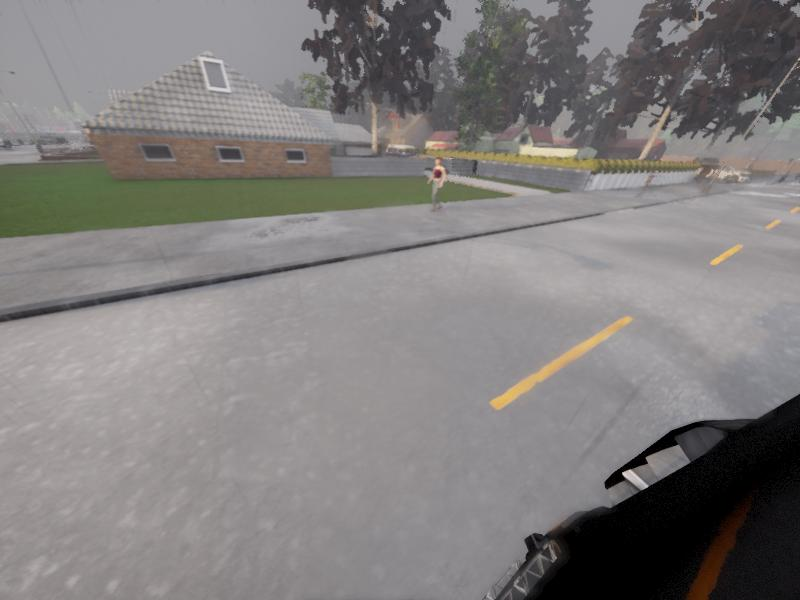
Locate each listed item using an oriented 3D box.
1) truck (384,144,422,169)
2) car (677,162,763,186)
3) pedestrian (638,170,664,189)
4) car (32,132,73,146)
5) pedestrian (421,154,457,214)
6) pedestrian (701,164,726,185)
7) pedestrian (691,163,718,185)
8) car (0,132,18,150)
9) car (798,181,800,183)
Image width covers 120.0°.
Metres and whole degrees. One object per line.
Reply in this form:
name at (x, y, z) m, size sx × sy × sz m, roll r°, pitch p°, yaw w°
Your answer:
truck at (0.136, -15.675, 25.212) m, size 2.069 × 2.038 × 4.478 m, roll -16°, pitch 38°, yaw -26°
car at (39.262, -15.720, 28.623) m, size 2.150 × 2.045 × 5.566 m, roll -12°, pitch 36°, yaw -21°
pedestrian at (20.251, -9.760, 18.685) m, size 0.751 × 1.300 × 0.751 m, roll -14°, pitch 37°, yaw -23°
car at (-50.933, -23.619, 33.976) m, size 1.789 × 1.549 × 3.705 m, roll -16°, pitch 38°, yaw -26°
pedestrian at (1.364, -4.211, 8.429) m, size 0.751 × 1.860 × 0.751 m, roll -15°, pitch 38°, yaw -24°
pedestrian at (32.384, -12.960, 23.883) m, size 0.751 × 1.860 × 0.751 m, roll -25°, pitch 42°, yaw -35°
pedestrian at (31.724, -13.138, 24.100) m, size 0.751 × 1.860 × 0.751 m, roll -15°, pitch 38°, yaw -25°
car at (-44.048, -16.727, 24.205) m, size 2.038 × 1.542 × 4.974 m, roll -16°, pitch 38°, yaw -26°
car at (63.658, -18.826, 35.290) m, size 4.605 × 1.855 × 1.932 m, roll -16°, pitch 38°, yaw -26°
